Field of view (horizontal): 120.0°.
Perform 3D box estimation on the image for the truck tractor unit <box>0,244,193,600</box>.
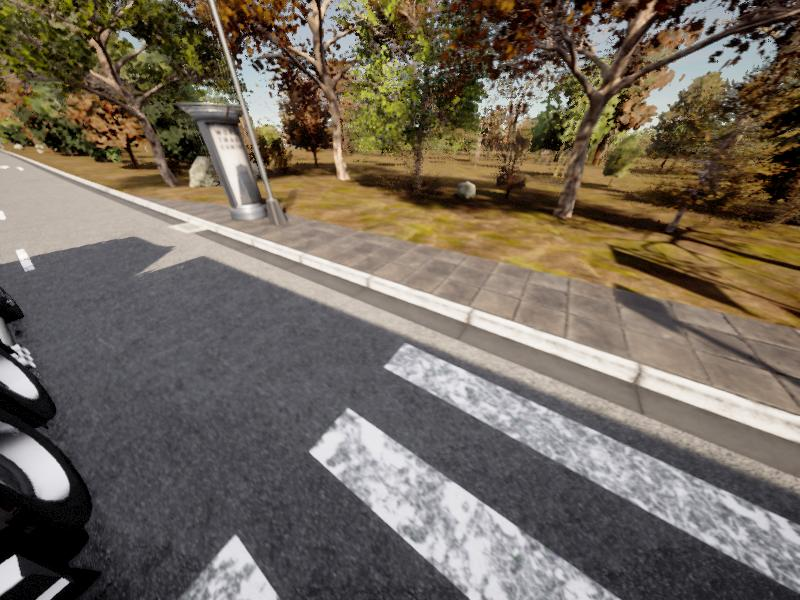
[{"bbox_3d":[-5.069,-0.340,0.835,6.516,4.208,3.053,20,39,26],"label":"truck tractor unit"}]
